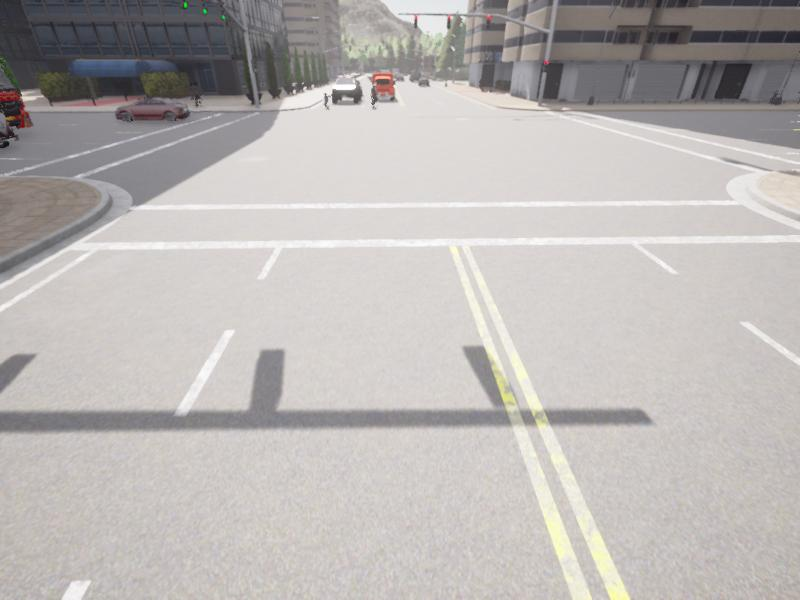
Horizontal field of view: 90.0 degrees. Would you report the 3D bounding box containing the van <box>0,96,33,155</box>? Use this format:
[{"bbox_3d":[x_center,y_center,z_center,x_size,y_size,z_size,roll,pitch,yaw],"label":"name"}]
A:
[{"bbox_3d":[-18.181,-7.029,16.096,4.442,1.987,1.775,-1,30,-2],"label":"van"}]

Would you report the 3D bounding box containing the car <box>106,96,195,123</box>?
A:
[{"bbox_3d":[-15.705,-12.103,25.414,4.181,1.385,1.994,-1,30,-2],"label":"car"}]

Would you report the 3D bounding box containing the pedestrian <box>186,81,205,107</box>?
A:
[{"bbox_3d":[-16.755,-16.876,32.759,0.751,1.860,0.751,2,30,3],"label":"pedestrian"}]

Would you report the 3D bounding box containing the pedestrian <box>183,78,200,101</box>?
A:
[{"bbox_3d":[-20.251,-20.450,38.870,0.751,1.860,0.751,13,33,21],"label":"pedestrian"}]

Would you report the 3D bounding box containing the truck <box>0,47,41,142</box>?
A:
[{"bbox_3d":[-22.897,-9.492,18.491,8.468,3.827,2.891,-1,30,-2],"label":"truck"}]

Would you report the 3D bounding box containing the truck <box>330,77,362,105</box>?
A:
[{"bbox_3d":[-5.201,-20.602,39.276,2.390,2.098,6.274,-1,30,-1],"label":"truck"}]

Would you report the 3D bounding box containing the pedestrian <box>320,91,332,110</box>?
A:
[{"bbox_3d":[-6.003,-16.282,32.612,0.751,1.300,0.751,-2,30,-3],"label":"pedestrian"}]

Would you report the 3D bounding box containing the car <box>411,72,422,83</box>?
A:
[{"bbox_3d":[3.599,-50.024,89.796,2.150,2.045,5.566,-1,30,-1],"label":"car"}]

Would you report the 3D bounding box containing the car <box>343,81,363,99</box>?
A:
[{"bbox_3d":[-5.376,-24.324,46.172,1.801,1.575,5.366,-1,30,-1],"label":"car"}]

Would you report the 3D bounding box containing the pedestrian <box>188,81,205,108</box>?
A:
[{"bbox_3d":[-16.176,-16.359,31.873,0.751,1.860,0.751,-8,31,-14],"label":"pedestrian"}]

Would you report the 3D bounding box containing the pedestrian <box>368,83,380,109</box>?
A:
[{"bbox_3d":[-2.181,-16.963,33.228,0.751,1.860,0.751,7,31,11],"label":"pedestrian"}]

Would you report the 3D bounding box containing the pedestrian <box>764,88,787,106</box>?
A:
[{"bbox_3d":[32.151,-17.380,34.241,0.751,1.300,0.751,-1,30,-1],"label":"pedestrian"}]

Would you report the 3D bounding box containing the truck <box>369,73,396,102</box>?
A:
[{"bbox_3d":[-1.775,-22.293,41.812,2.627,2.467,5.204,-1,30,-2],"label":"truck"}]
